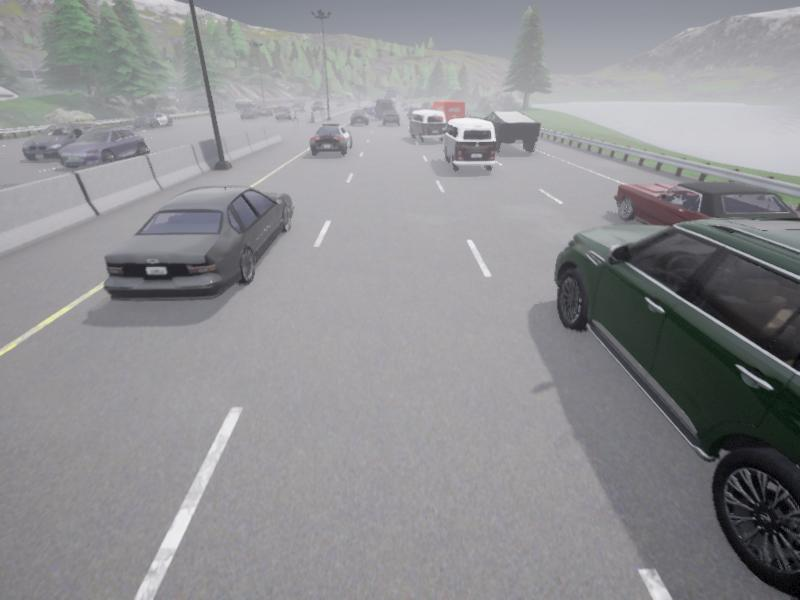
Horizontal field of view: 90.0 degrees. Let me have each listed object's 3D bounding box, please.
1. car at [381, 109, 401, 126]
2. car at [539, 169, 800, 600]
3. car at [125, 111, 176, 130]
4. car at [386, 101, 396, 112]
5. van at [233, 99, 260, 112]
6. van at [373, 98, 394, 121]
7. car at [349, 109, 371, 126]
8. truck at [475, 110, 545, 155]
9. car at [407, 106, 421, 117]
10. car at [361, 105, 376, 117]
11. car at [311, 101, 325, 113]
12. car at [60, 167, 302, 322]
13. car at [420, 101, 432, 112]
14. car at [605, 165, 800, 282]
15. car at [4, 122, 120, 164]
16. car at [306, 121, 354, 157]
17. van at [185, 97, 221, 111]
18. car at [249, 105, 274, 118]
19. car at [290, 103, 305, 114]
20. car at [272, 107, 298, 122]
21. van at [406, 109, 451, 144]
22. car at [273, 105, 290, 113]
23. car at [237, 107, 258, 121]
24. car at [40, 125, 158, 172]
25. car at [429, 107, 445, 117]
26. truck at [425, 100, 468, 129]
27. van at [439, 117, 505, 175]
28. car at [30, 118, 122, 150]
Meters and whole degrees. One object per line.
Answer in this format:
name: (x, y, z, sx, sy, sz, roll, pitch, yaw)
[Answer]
car: (-0.971, -20.435, 44.777, 2.128, 1.511, 4.902, -1, 27, -1)
car: (3.482, 0.274, 3.843, 2.150, 2.045, 5.566, -1, 27, -1)
car: (-25.387, -18.403, 40.927, 2.038, 1.542, 4.974, -1, 27, -1)
car: (-1.792, -38.766, 80.086, 1.905, 1.878, 3.866, -1, 27, -1)
van: (-30.056, -38.147, 78.426, 4.480, 2.038, 2.069, 9, 28, 15)
van: (-2.262, -25.619, 53.756, 1.988, 2.561, 5.915, -5, 28, -9)
car: (-4.483, -20.695, 45.282, 2.038, 1.542, 4.974, -1, 27, -1)
truck: (6.493, -10.430, 24.614, 2.390, 2.098, 6.274, -1, 27, -1)
car: (2.132, -29.205, 61.869, 1.816, 1.474, 4.193, -1, 27, -1)
car: (-4.884, -29.523, 62.559, 2.007, 1.525, 4.514, -1, 27, -1)
car: (-15.717, -36.983, 76.686, 1.905, 1.878, 3.866, -1, 27, -1)
car: (-3.617, -1.531, 8.108, 2.033, 1.411, 5.357, -1, 27, -1)
car: (5.207, -38.823, 80.155, 1.932, 1.855, 4.605, -1, 27, -1)
car: (6.862, -1.992, 9.060, 1.895, 1.301, 4.718, -1, 27, -1)
car: (-17.935, -8.606, 21.656, 2.242, 1.667, 4.611, -1, 27, -1)
car: (-3.980, -9.571, 23.613, 2.038, 1.542, 4.974, -1, 27, -1)
van: (-40.165, -40.031, 81.539, 5.915, 2.561, 1.988, -1, 27, -1)
car: (-21.194, -28.918, 61.375, 2.242, 1.667, 4.611, -1, 27, -1)
car: (-19.184, -36.044, 75.248, 1.851, 1.617, 3.988, -1, 27, -1)
car: (-15.162, -24.584, 52.910, 2.038, 1.542, 4.974, -1, 27, -1)
van: (1.963, -12.757, 29.241, 2.069, 2.038, 4.480, -6, 28, -11)
car: (-22.714, -36.647, 76.684, 1.895, 1.301, 4.718, -1, 27, -1)
car: (-20.381, -24.956, 53.661, 1.845, 1.501, 3.633, -4, 27, -7)
car: (-14.387, -7.539, 19.609, 2.033, 1.649, 4.856, -1, 27, -1)
car: (5.635, -29.117, 61.876, 1.895, 1.301, 4.718, -1, 27, -1)
truck: (4.645, -19.093, 41.087, 2.627, 2.467, 5.204, -7, 28, -13)
van: (3.138, -7.241, 18.485, 2.069, 2.038, 4.480, -1, 27, -1)
car: (-21.565, -11.300, 27.018, 1.801, 1.575, 5.366, -1, 27, -1)
